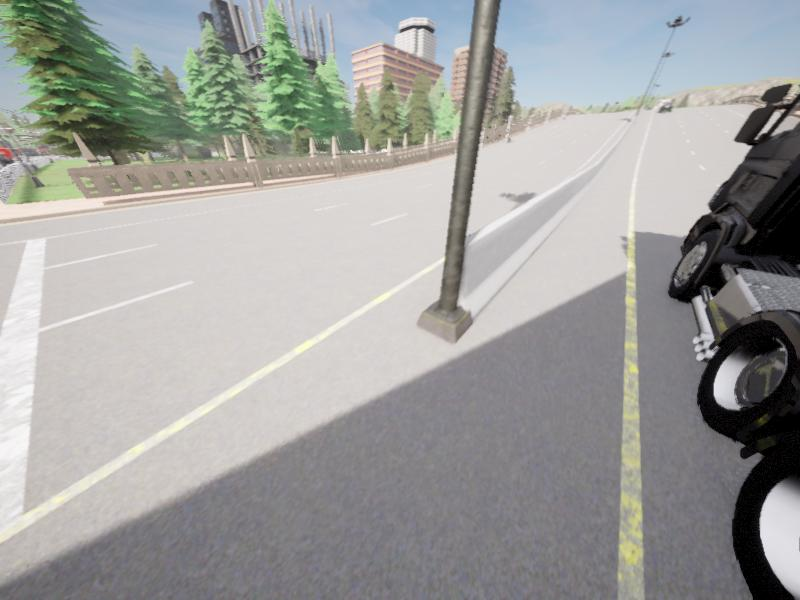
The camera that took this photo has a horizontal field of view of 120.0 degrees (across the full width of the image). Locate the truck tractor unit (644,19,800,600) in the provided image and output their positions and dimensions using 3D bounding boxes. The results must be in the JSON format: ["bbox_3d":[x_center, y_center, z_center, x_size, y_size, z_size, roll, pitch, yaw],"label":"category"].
[{"bbox_3d":[4.661,-0.600,1.228,3.053,4.208,6.516,25,41,32],"label":"truck tractor unit"}]

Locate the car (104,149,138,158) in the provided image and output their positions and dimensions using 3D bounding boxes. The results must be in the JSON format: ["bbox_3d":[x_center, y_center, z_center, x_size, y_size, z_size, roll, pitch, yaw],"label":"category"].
[{"bbox_3d":[-78.711,-41.419,65.194,2.150,2.045,5.566,25,41,32],"label":"car"}]

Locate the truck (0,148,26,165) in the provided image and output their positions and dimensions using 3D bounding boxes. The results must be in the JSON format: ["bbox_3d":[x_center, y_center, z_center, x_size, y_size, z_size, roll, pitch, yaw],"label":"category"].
[{"bbox_3d":[-72.150,-26.343,42.228,5.204,2.467,2.627,26,42,34],"label":"truck"}]

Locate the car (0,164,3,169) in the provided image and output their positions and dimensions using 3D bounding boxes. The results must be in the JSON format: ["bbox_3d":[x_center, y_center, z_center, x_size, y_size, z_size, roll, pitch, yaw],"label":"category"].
[{"bbox_3d":[-57.033,-18.834,31.206,5.566,2.045,2.150,26,42,33],"label":"car"}]
